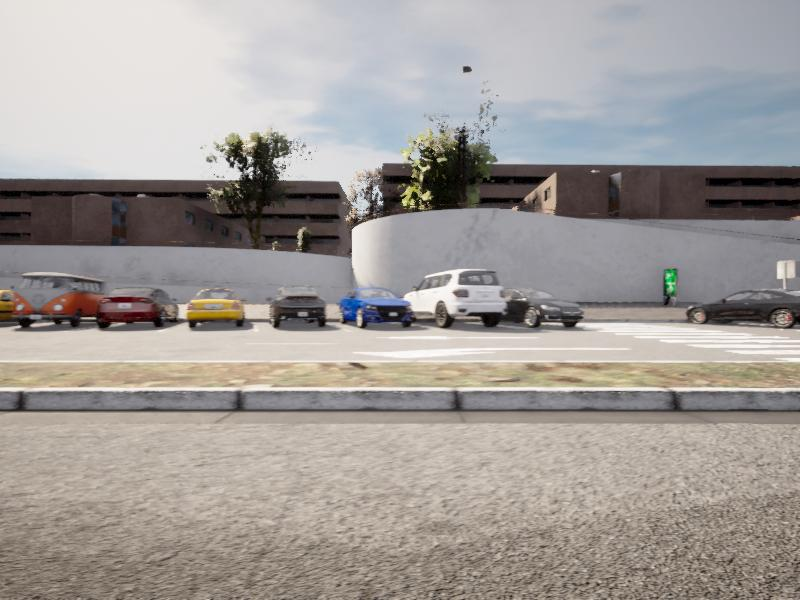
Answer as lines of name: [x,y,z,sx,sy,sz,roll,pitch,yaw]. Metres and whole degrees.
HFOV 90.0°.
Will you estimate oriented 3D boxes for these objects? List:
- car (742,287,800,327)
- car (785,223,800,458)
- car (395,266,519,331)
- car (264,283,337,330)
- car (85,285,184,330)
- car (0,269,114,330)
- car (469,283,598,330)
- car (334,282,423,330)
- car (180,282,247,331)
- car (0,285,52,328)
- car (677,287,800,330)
car: [16.884,0.273,15.416,1.946,1.575,5.366,1,-1,-20]
car: [4.606,0.259,1.702,4.193,1.474,1.816,0,0,0]
car: [1.893,-0.013,15.625,2.435,2.045,5.566,0,-1,-20]
car: [-4.057,0.240,15.591,2.231,1.521,4.892,0,-1,-20]
car: [-10.034,0.275,15.626,2.163,1.488,4.792,0,-1,-20]
car: [-12.961,0.023,15.495,1.878,1.987,4.442,0,-1,-20]
car: [4.895,0.243,15.604,2.231,1.521,4.892,1,-1,-20]
car: [-1.071,0.237,15.602,2.097,1.535,5.008,1,-1,-20]
car: [-7.104,0.240,15.773,1.946,1.575,5.366,0,-1,-20]
car: [-15.920,0.249,15.430,1.946,1.575,5.366,0,-1,-20]
car: [13.835,0.305,15.586,2.002,1.452,4.674,0,-1,-20]
